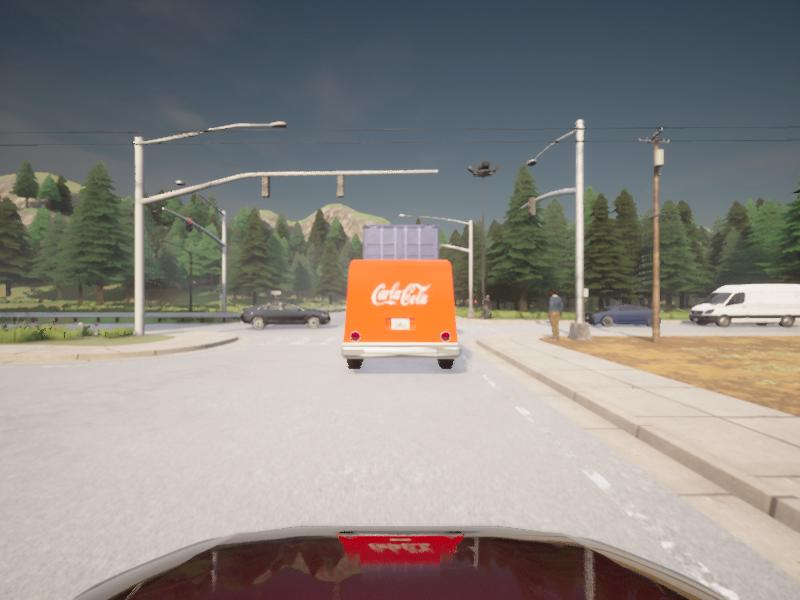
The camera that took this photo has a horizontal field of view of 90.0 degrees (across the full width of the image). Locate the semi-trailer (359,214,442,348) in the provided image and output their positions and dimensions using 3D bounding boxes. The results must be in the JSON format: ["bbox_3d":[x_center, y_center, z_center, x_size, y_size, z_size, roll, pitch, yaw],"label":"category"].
[{"bbox_3d":[0.036,-0.621,20.262,2.717,4.402,14.254,0,0,0],"label":"semi-trailer"}]

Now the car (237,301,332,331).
[{"bbox_3d":[-6.361,0.843,22.449,4.902,1.511,2.128,0,0,-12],"label":"car"}]

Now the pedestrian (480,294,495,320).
[{"bbox_3d":[6.266,0.495,28.715,0.751,1.860,0.751,0,0,-26],"label":"pedestrian"}]

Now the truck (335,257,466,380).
[{"bbox_3d":[0.018,0.359,10.624,2.627,2.467,5.204,0,0,0],"label":"truck"}]

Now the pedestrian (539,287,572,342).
[{"bbox_3d":[5.408,0.481,13.936,0.751,1.860,0.751,0,0,-19],"label":"pedestrian"}]

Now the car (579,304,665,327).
[{"bbox_3d":[13.509,0.920,24.539,4.181,1.385,1.994,0,0,1],"label":"car"}]

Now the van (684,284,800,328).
[{"bbox_3d":[20.993,0.335,24.393,5.915,2.561,1.988,0,0,1],"label":"van"}]

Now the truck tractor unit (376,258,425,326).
[{"bbox_3d":[0.045,-0.529,28.172,3.053,4.208,6.516,0,1,0],"label":"truck tractor unit"}]
